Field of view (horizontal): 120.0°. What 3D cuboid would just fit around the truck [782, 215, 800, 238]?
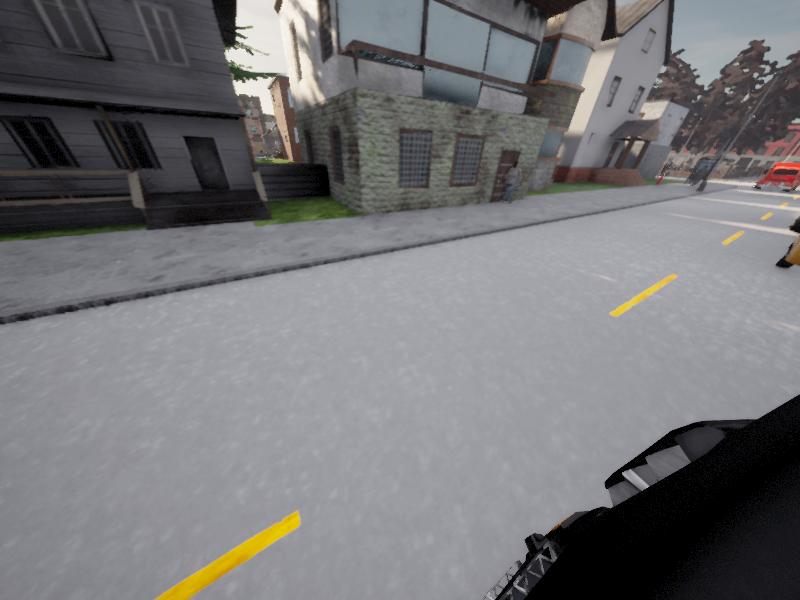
[{"bbox_3d":[17.979,-3.595,8.829,6.274,2.098,2.390,-17,38,-27],"label":"truck"}]

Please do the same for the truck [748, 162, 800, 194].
[{"bbox_3d":[39.200,-12.562,23.595,5.204,2.467,2.627,-18,38,-26],"label":"truck"}]

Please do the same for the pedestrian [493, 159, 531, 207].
[{"bbox_3d":[5.030,-5.284,10.457,0.751,1.860,0.751,-17,38,-27],"label":"pedestrian"}]

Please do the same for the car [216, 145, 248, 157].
[{"bbox_3d":[-27.115,-24.100,37.345,3.806,1.475,1.970,-17,38,-27],"label":"car"}]

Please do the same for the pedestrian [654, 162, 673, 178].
[{"bbox_3d":[35.829,-17.681,31.475,0.751,1.860,0.751,-9,35,-17],"label":"pedestrian"}]

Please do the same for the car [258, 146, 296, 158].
[{"bbox_3d":[-21.398,-25.838,40.298,5.366,1.575,1.801,-17,38,-27],"label":"car"}]

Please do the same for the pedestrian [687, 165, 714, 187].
[{"bbox_3d":[29.600,-12.239,22.761,0.751,1.860,0.751,-15,37,-25],"label":"pedestrian"}]

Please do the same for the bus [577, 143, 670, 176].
[{"bbox_3d":[38.679,-24.942,40.785,3.944,4.253,10.273,-18,39,-28],"label":"bus"}]

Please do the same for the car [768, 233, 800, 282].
[{"bbox_3d":[11.574,-1.455,5.633,5.008,1.535,1.882,-17,38,-27],"label":"car"}]
